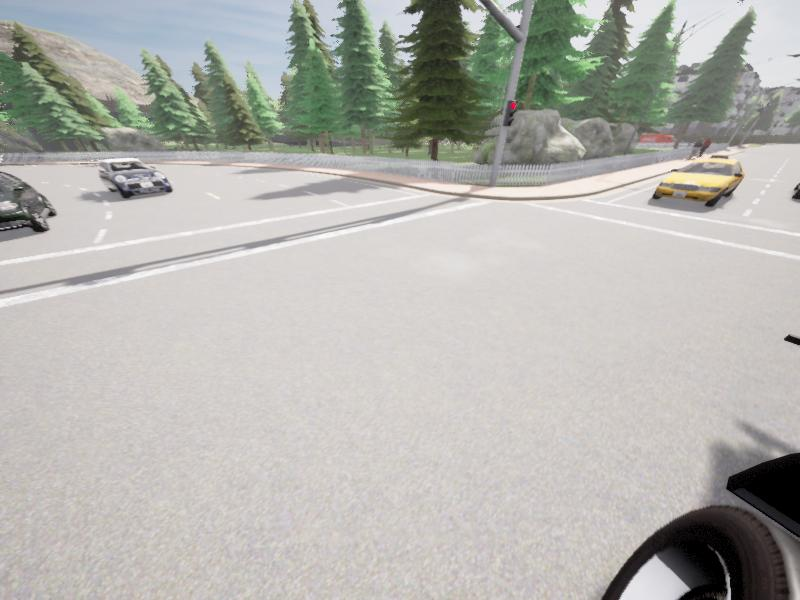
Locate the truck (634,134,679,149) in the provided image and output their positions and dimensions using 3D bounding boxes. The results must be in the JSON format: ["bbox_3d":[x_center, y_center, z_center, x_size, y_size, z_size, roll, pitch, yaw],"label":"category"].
[{"bbox_3d":[53.232,-33.054,48.070,2.627,2.467,5.204,-21,40,-27],"label":"truck"}]

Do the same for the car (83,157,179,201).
[{"bbox_3d":[-13.270,-6.086,11.427,3.806,1.475,1.970,21,41,28],"label":"car"}]

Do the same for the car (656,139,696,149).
[{"bbox_3d":[57.511,-32.622,48.228,2.128,1.511,4.902,-21,40,-26],"label":"car"}]

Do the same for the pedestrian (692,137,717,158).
[{"bbox_3d":[33.299,-16.671,25.270,0.751,1.860,0.751,-19,39,-25],"label":"pedestrian"}]

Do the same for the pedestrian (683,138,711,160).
[{"bbox_3d":[29.538,-15.031,22.990,0.751,1.860,0.751,-17,38,-22],"label":"pedestrian"}]

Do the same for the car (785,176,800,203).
[{"bbox_3d":[18.492,-5.000,9.511,4.792,1.488,2.163,-22,40,-28],"label":"car"}]

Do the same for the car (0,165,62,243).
[{"bbox_3d":[-12.080,-2.862,6.755,3.705,1.549,1.789,28,44,34],"label":"car"}]

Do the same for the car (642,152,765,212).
[{"bbox_3d":[12.726,-5.108,9.662,5.366,1.575,1.801,-21,40,-27],"label":"car"}]
